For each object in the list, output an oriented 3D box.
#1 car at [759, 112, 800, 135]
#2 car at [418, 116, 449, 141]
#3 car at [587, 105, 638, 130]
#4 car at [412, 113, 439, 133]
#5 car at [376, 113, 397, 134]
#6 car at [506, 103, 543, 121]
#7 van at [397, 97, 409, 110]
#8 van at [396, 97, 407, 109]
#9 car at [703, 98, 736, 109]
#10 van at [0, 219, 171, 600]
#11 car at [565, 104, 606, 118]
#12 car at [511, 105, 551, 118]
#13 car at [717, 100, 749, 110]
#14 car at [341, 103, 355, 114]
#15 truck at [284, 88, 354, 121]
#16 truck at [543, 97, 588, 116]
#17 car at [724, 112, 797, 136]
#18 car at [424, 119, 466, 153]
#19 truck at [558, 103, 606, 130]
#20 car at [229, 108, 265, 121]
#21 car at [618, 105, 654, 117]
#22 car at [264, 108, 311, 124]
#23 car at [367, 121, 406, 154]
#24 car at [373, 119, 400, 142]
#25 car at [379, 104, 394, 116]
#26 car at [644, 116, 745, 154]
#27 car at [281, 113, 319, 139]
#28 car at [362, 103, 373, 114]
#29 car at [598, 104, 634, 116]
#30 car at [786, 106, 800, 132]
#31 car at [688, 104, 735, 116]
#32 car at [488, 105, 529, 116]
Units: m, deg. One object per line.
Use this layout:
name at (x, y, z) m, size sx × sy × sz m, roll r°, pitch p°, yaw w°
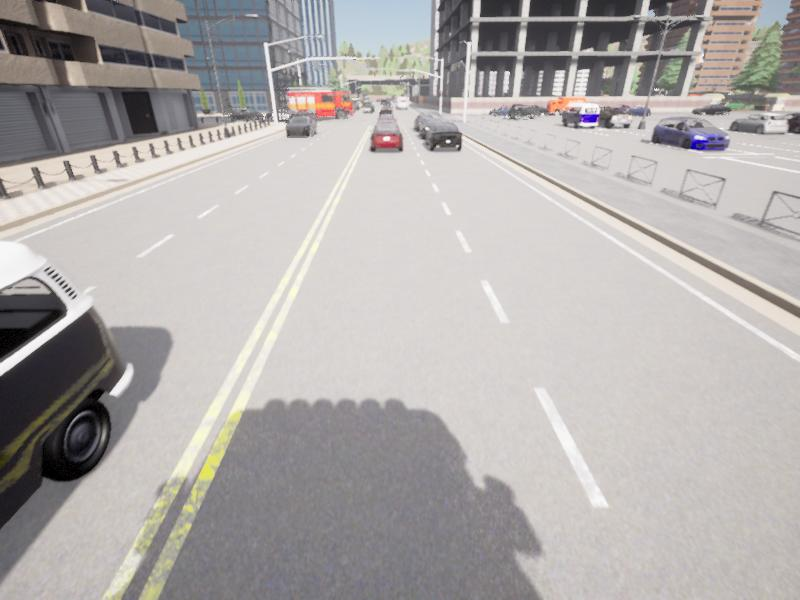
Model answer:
car at (30.908, -13.855, 31.302) m, size 1.784 × 1.438 × 3.905 m, roll -1°, pitch 27°, yaw -1°
car at (2.486, -13.254, 30.808) m, size 1.812 × 1.442 × 4.674 m, roll -1°, pitch 27°, yaw -1°
car at (19.335, -16.804, 36.709) m, size 1.932 × 1.855 × 4.605 m, roll -1°, pitch 27°, yaw -1°
car at (2.282, -16.550, 37.277) m, size 2.033 × 1.411 × 5.357 m, roll -1°, pitch 27°, yaw -1°
car at (-1.207, -16.242, 36.663) m, size 1.812 × 1.442 × 4.674 m, roll -1°, pitch 27°, yaw -1°
car at (15.568, -23.634, 50.247) m, size 3.866 × 1.878 × 1.905 m, roll -1°, pitch 27°, yaw -2°
van at (0.586, -43.644, 88.872) m, size 2.351 × 2.431 × 6.366 m, roll -1°, pitch 27°, yaw -1°
van at (0.309, -47.992, 97.336) m, size 2.351 × 2.431 × 6.366 m, roll -1°, pitch 27°, yaw -1°
car at (62.468, -38.456, 78.274) m, size 4.605 × 1.855 × 1.932 m, roll -1°, pitch 27°, yaw -1°
van at (-3.577, 1.215, 2.070) m, size 2.069 × 2.038 × 4.480 m, roll -1°, pitch 27°, yaw -1°
car at (26.325, -26.890, 56.848) m, size 4.611 × 1.667 × 2.242 m, roll -1°, pitch 27°, yaw -2°
car at (18.495, -26.725, 56.647) m, size 4.892 × 1.490 × 1.837 m, roll -1°, pitch 27°, yaw -2°
car at (61.919, -36.250, 74.355) m, size 3.988 × 1.617 × 1.851 m, roll -1°, pitch 27°, yaw -1°
car at (-9.367, -34.570, 72.194) m, size 2.033 × 1.649 × 4.856 m, roll -1°, pitch 27°, yaw -1°
truck at (-10.688, -25.985, 53.048) m, size 8.468 × 3.827 × 2.891 m, roll -8°, pitch 28°, yaw -16°
truck at (24.572, -28.873, 59.703) m, size 5.204 × 2.467 × 2.627 m, roll -1°, pitch 27°, yaw -2°
car at (28.014, -13.780, 31.258) m, size 1.970 × 1.475 × 3.806 m, roll -1°, pitch 27°, yaw -1°
car at (2.680, -10.338, 25.029) m, size 1.882 × 1.535 × 5.008 m, roll -1°, pitch 27°, yaw -1°
truck at (16.442, -16.809, 36.544) m, size 2.069 × 2.038 × 4.478 m, roll -1°, pitch 27°, yaw -1°
car at (-19.992, -24.235, 52.269) m, size 3.806 × 1.475 × 1.970 m, roll -2°, pitch 27°, yaw -3°
car at (33.606, -26.967, 57.075) m, size 3.806 × 1.475 × 1.970 m, roll -1°, pitch 27°, yaw -2°
car at (-13.568, -22.312, 48.424) m, size 4.974 × 1.542 × 2.038 m, roll 7°, pitch 28°, yaw 13°
car at (-0.815, -10.165, 24.793) m, size 2.163 × 1.488 × 4.792 m, roll -1°, pitch 27°, yaw -1°
car at (-0.998, -12.993, 30.500) m, size 1.895 × 1.301 × 4.718 m, roll -1°, pitch 27°, yaw -1°
car at (-2.141, -30.712, 64.666) m, size 2.038 × 1.542 × 4.974 m, roll 0°, pitch 27°, yaw 1°
car at (16.844, -9.701, 23.288) m, size 2.242 × 1.667 × 4.611 m, roll -1°, pitch 27°, yaw -1°
car at (-8.046, -14.291, 32.728) m, size 1.930 × 1.638 × 5.238 m, roll -1°, pitch 27°, yaw -1°
car at (-5.921, -35.378, 73.855) m, size 1.851 × 1.617 × 3.988 m, roll -1°, pitch 27°, yaw -1°
car at (32.454, -28.586, 60.136) m, size 4.193 × 1.474 × 1.816 m, roll -1°, pitch 27°, yaw -2°
car at (33.588, -14.109, 31.305) m, size 1.932 × 1.855 × 4.605 m, roll -1°, pitch 27°, yaw -1°
car at (44.562, -27.246, 57.335) m, size 5.008 × 1.535 × 1.882 m, roll -1°, pitch 27°, yaw -2°
car at (16.135, -28.276, 59.703) m, size 5.357 × 1.411 × 2.033 m, roll -1°, pitch 27°, yaw -2°
